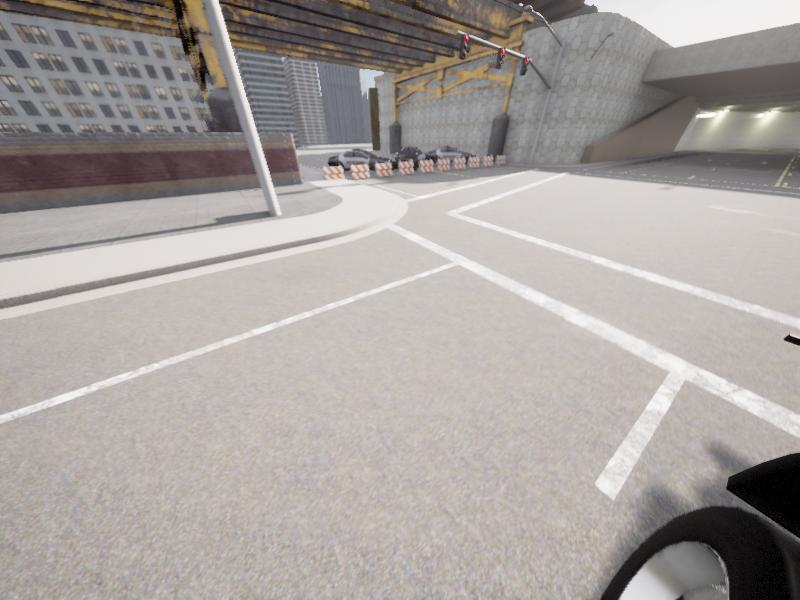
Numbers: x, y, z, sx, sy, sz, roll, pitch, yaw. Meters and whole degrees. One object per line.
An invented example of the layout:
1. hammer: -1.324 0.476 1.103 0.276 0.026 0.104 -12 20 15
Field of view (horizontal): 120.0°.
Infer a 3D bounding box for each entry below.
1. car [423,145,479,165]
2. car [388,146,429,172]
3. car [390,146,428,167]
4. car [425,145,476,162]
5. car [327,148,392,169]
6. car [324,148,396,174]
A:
1. car: 4.920 -14.387 22.933 4.974 1.542 2.038 -3 35 -4
2. car: 0.875 -12.289 19.990 2.038 1.542 4.974 12 37 17
3. car: 0.891 -12.446 19.939 1.853 1.218 4.536 12 37 17
4. car: 4.868 -14.512 22.838 4.536 1.218 1.853 -3 35 -4
5. car: -3.019 -10.941 17.837 4.536 1.218 1.853 6 36 8
6. car: -2.967 -10.807 17.920 4.974 1.542 2.038 6 36 8
